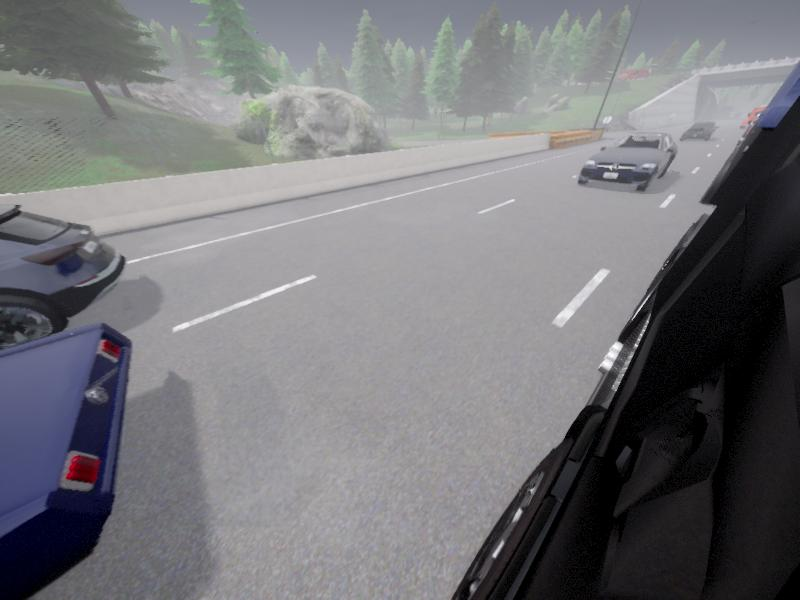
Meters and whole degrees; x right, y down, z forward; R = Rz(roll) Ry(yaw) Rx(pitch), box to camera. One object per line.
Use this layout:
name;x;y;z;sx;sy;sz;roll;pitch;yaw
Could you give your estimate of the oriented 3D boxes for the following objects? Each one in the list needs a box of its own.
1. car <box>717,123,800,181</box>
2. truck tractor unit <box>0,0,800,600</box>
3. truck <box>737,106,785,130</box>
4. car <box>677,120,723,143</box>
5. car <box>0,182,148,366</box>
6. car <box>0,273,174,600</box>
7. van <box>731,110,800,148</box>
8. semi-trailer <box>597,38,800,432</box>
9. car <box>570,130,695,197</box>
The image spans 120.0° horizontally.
car;16.050;-6.534;9.972;4.856;1.649;2.033;-28;44;-30
truck tractor unit;2.645;-0.295;0.351;6.516;4.208;3.053;-28;44;-30
truck;50.793;-25.760;32.654;5.204;2.467;2.627;-29;44;-30
car;28.189;-15.850;21.699;4.892;1.490;1.837;-28;44;-30
car;-6.466;0.154;2.468;4.856;1.649;2.033;-29;44;-30
car;-3.941;1.686;0.559;4.718;1.301;1.895;-29;44;-30
van;26.825;-12.559;16.969;4.480;2.038;2.069;-28;44;-30
semi-trailer;8.732;-3.586;4.189;14.254;4.402;2.717;-28;44;-29
car;9.276;-5.626;9.184;5.027;1.651;2.152;-29;44;-30
